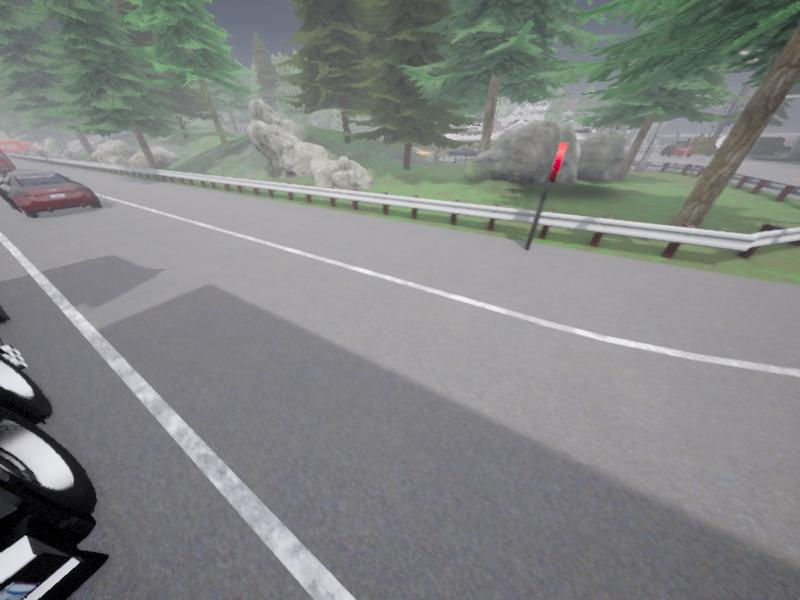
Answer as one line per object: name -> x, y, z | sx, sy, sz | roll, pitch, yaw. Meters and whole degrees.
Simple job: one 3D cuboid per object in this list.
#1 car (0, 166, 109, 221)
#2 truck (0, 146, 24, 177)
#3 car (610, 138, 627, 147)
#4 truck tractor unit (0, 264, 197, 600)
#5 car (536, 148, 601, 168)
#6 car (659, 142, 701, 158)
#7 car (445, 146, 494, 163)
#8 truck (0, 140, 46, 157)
car -> -14.316, -4.423, 9.298 | 4.181, 1.385, 1.994 | 18, 39, 24
truck -> -35.133, -12.204, 18.518 | 8.468, 3.827, 2.891 | 18, 39, 25
car -> 62.699, -45.279, 66.348 | 2.150, 2.045, 5.566 | 18, 39, 24
truck tractor unit -> -5.117, -0.294, 0.780 | 6.516, 4.208, 3.053 | 18, 39, 24
car -> 16.646, -14.299, 23.093 | 4.792, 1.488, 2.163 | 18, 39, 25
car -> 38.936, -21.109, 32.312 | 2.242, 1.667, 4.611 | 19, 39, 23
car -> 8.099, -17.123, 27.182 | 5.008, 1.535, 1.882 | 18, 39, 25
truck -> -72.394, -28.589, 43.596 | 2.627, 2.467, 5.204 | 17, 38, 23
